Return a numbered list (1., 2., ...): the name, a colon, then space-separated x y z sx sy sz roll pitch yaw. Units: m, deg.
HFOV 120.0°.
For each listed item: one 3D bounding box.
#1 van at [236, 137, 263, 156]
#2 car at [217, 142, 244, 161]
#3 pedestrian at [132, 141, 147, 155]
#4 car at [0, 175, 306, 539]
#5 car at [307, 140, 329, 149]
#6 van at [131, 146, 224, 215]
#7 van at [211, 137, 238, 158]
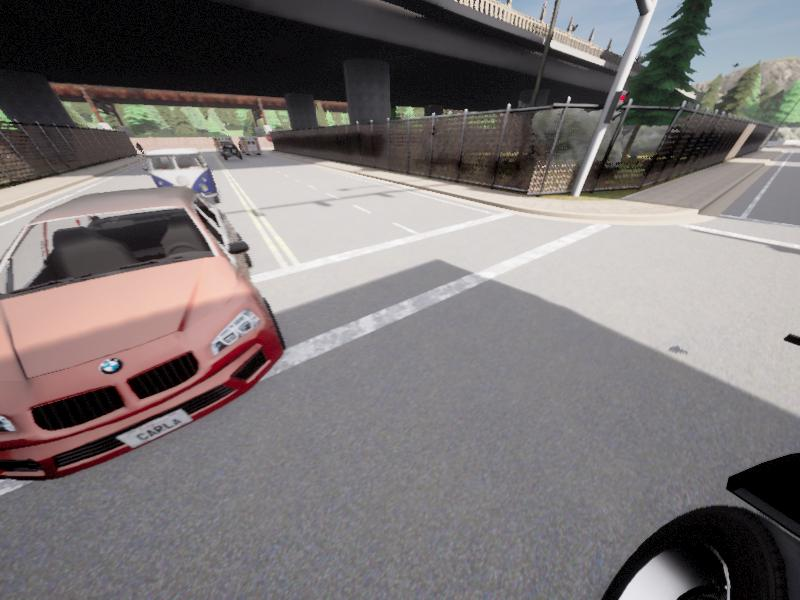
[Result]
1. van: -24.474 -24.995 37.541 2.351 2.431 6.366 -22 41 -28
2. car: -21.717 -19.016 29.512 1.932 1.855 4.605 -22 41 -28
3. pedestrian: -40.926 -23.923 36.362 0.751 1.860 0.751 -22 41 -28
4. car: -3.307 -0.426 3.130 2.242 1.667 4.611 -22 40 -28
5. car: -20.290 -38.560 57.299 4.553 1.767 2.097 -22 40 -27
6. van: -9.125 -5.292 9.831 1.775 1.987 4.442 -22 41 -28
7. van: -27.210 -23.717 35.755 2.351 2.431 6.366 -22 41 -28
